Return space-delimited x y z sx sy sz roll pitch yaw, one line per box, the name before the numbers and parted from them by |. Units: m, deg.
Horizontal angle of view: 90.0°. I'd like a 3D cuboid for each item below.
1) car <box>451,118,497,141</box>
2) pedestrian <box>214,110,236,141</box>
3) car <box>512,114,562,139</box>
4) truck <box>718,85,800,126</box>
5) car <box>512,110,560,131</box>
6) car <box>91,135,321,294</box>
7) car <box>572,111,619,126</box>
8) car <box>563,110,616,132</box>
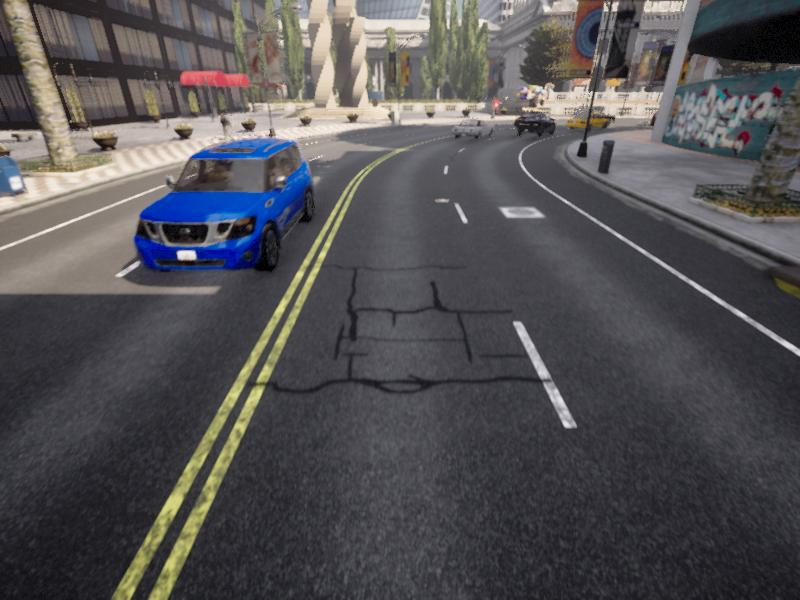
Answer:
car | 5.742 -13.162 30.724 1.895 1.301 4.718 15 31 26
pedestrian | -11.859 -11.863 27.206 0.751 1.860 0.751 13 30 24
car | 11.027 -13.969 32.053 2.128 1.511 4.902 18 32 31
truck | 40.206 -21.010 43.184 8.468 3.827 2.891 -1 27 -1
car | 13.068 -17.246 38.389 4.974 1.542 2.038 -24 36 -38
car | -3.433 -2.300 8.831 2.150 2.045 5.566 0 27 1
car | 21.116 -19.626 43.261 4.718 1.301 1.895 -13 30 -24
car | 18.050 -17.094 38.052 5.366 1.575 1.801 -20 33 -32
